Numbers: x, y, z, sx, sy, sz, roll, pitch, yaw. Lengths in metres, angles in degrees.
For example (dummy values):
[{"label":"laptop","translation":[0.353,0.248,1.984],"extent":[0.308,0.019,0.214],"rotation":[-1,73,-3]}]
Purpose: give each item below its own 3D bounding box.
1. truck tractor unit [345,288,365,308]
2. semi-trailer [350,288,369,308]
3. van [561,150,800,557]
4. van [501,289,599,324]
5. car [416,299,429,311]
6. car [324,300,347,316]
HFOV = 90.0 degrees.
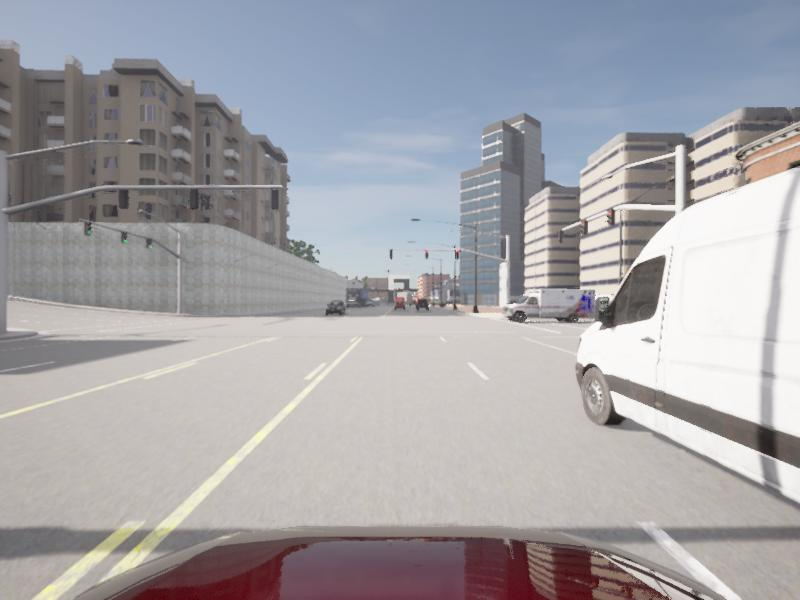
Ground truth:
[{"label":"truck tractor unit","translation":[-9.751,-0.443,86.774],"extent":[3.053,4.208,6.516],"rotation":[0,-1,4]},{"label":"semi-trailer","translation":[-9.490,-0.525,94.678],"extent":[2.717,4.402,14.254],"rotation":[0,0,1]},{"label":"van","translation":[3.509,0.338,3.278],"extent":[1.988,2.561,5.915],"rotation":[0,0,0]},{"label":"van","translation":[10.910,0.450,29.433],"extent":[6.366,2.431,2.351],"rotation":[0,0,-2]},{"label":"car","translation":[3.500,0.738,63.408],"extent":[1.905,1.878,3.866],"rotation":[0,0,0]},{"label":"car","translation":[-6.986,0.824,43.701],"extent":[1.851,1.617,3.988],"rotation":[0,0,0]}]
